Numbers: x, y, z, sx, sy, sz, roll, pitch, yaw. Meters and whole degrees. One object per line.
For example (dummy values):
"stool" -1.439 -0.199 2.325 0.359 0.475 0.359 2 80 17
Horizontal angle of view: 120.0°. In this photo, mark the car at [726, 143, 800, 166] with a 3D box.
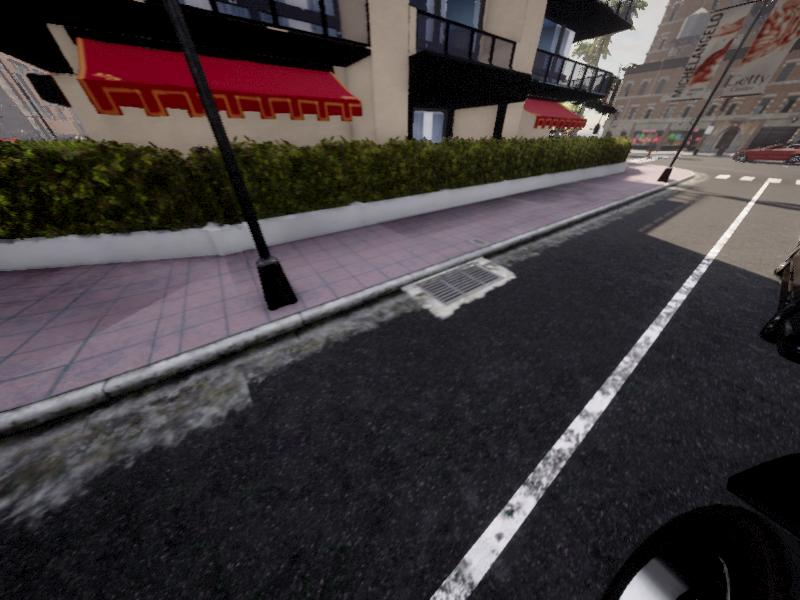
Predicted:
"car" 35.788 -13.871 21.904 2.152 1.651 5.027 -12 37 -16

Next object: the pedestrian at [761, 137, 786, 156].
"pedestrian" 45.669 -18.757 28.247 0.751 1.860 0.751 -22 41 -28

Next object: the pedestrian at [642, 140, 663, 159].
"pedestrian" 29.618 -17.705 27.140 0.751 1.860 0.751 -16 38 -21

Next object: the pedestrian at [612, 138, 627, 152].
"pedestrian" 35.727 -25.301 37.603 0.751 1.860 0.751 -13 37 -17

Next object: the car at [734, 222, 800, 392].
"car" 6.807 -0.219 2.957 5.357 1.411 2.033 -22 41 -28
